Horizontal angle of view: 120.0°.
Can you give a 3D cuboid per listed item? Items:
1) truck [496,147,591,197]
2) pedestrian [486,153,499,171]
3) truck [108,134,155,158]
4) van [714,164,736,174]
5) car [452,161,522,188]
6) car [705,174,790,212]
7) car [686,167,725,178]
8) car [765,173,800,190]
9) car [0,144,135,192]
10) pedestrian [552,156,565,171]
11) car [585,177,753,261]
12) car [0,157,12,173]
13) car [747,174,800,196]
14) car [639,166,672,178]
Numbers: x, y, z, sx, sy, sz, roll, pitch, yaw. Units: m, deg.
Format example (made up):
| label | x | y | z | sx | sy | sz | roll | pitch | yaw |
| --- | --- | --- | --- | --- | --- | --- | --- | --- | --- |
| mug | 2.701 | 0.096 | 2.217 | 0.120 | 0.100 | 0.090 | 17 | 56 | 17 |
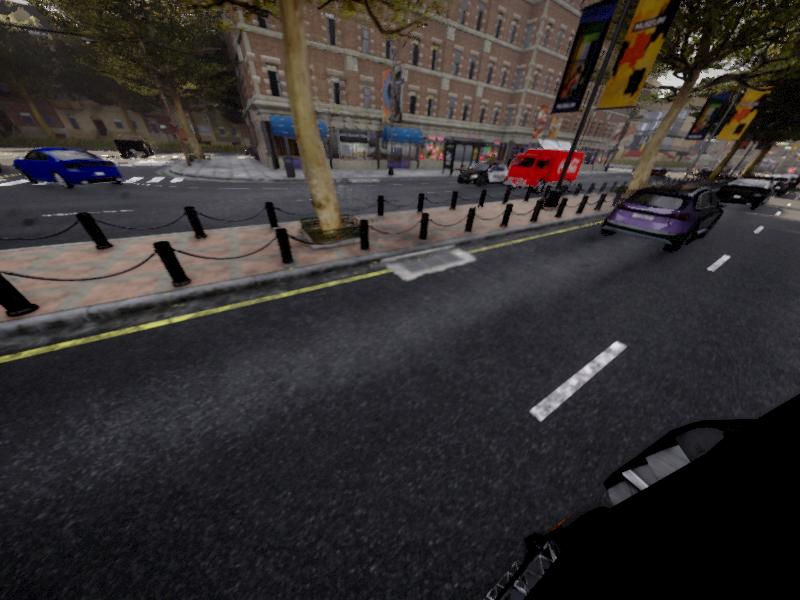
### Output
| label | x | y | z | sx | sy | sz | roll | pitch | yaw |
| --- | --- | --- | --- | --- | --- | --- | --- | --- | --- |
| truck | 9.578 | -8.655 | 15.539 | 5.204 | 2.467 | 2.627 | -17 | 38 | -27 |
| pedestrian | 11.753 | -17.519 | 29.338 | 0.751 | 1.860 | 0.751 | -15 | 37 | -25 |
| truck | -31.032 | -18.043 | 26.997 | 2.390 | 2.098 | 6.274 | -21 | 40 | -32 |
| van | 79.274 | -31.872 | 56.350 | 4.442 | 1.987 | 1.775 | -17 | 38 | -27 |
| car | 6.636 | -9.643 | 17.658 | 4.974 | 1.542 | 2.038 | -17 | 38 | -27 |
| car | 21.820 | -6.853 | 14.494 | 5.238 | 1.638 | 1.930 | -17 | 38 | -27 |
| car | 54.397 | -22.807 | 41.227 | 3.806 | 1.475 | 1.970 | 2 | 33 | -1 |
| car | 45.373 | -13.940 | 27.124 | 4.892 | 1.490 | 1.837 | -17 | 38 | -27 |
| car | -15.908 | -6.377 | 11.013 | 5.008 | 1.535 | 1.882 | 13 | 35 | 15 |
| pedestrian | 23.940 | -20.623 | 34.953 | 0.751 | 1.860 | 0.751 | -15 | 37 | -25 |
| car | 8.662 | -2.852 | 7.466 | 4.856 | 1.649 | 2.033 | -17 | 38 | -27 |
| car | -23.228 | -7.168 | 11.593 | 1.851 | 1.617 | 3.988 | -13 | 37 | -23 |
| car | 34.660 | -10.684 | 21.406 | 3.806 | 1.475 | 1.970 | -17 | 38 | -27 |
| car | 38.516 | -19.277 | 34.787 | 4.181 | 1.385 | 1.994 | -17 | 38 | -27 |
